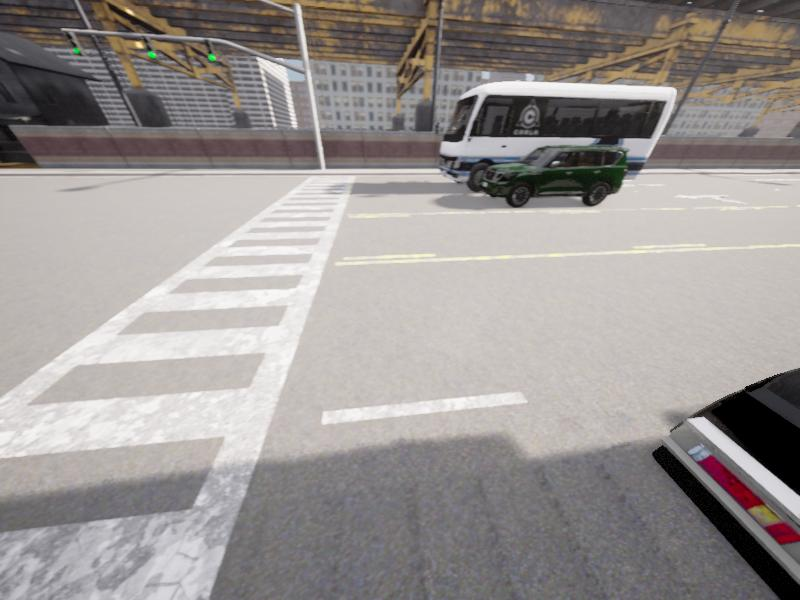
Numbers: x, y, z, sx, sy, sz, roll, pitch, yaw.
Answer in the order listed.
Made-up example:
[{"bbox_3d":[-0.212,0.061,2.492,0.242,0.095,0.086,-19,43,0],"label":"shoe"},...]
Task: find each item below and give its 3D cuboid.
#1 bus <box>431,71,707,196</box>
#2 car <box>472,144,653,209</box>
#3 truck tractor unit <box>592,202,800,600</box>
[{"bbox_3d":[7.245,-8.099,11.785,10.273,4.253,3.944,-3,36,-6],"label":"bus"},{"bbox_3d":[6.266,-5.172,9.557,5.566,2.045,2.150,-3,36,-6],"label":"car"},{"bbox_3d":[5.361,0.123,0.212,6.516,4.208,3.053,-4,36,-7],"label":"truck tractor unit"}]
